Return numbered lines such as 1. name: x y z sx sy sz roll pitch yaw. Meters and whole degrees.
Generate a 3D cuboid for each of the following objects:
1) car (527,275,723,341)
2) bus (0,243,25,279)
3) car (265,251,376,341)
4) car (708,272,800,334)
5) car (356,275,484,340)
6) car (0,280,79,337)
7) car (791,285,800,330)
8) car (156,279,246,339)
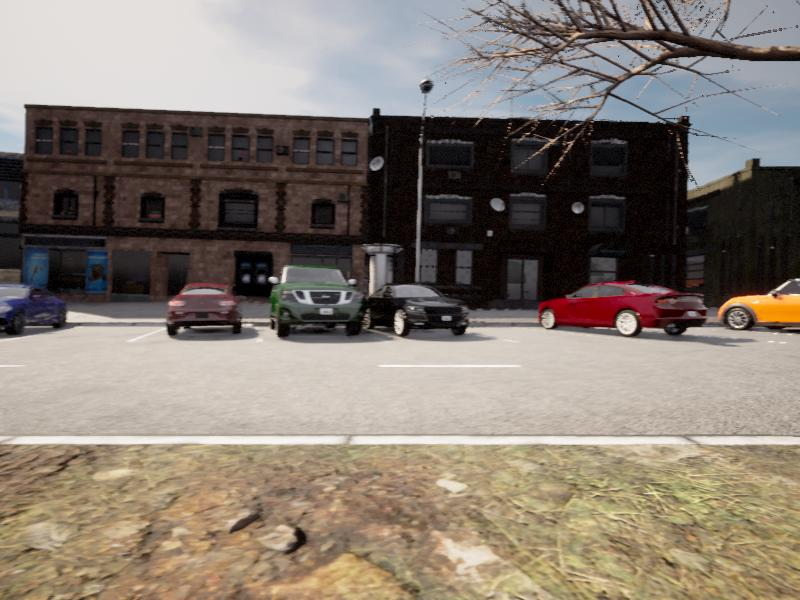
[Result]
1. car: 6.324 0.219 12.115 2.097 1.535 5.008 0 -1 -19
2. bus: -49.564 -4.608 46.099 3.944 4.253 10.273 2 5 -9
3. car: -2.721 -0.042 12.153 2.435 2.045 5.566 1 -1 -20
4. car: 12.370 0.100 11.971 2.185 1.767 4.553 0 -1 -19
5. car: 0.287 0.213 12.180 2.097 1.535 5.008 1 -1 -20
6. car: -11.798 0.240 12.066 2.002 1.452 4.674 1 -1 -21
7. car: 15.388 0.230 11.895 2.231 1.521 4.892 0 -1 -18
8. car: -5.761 0.246 12.151 2.002 1.452 4.674 0 -1 -21
